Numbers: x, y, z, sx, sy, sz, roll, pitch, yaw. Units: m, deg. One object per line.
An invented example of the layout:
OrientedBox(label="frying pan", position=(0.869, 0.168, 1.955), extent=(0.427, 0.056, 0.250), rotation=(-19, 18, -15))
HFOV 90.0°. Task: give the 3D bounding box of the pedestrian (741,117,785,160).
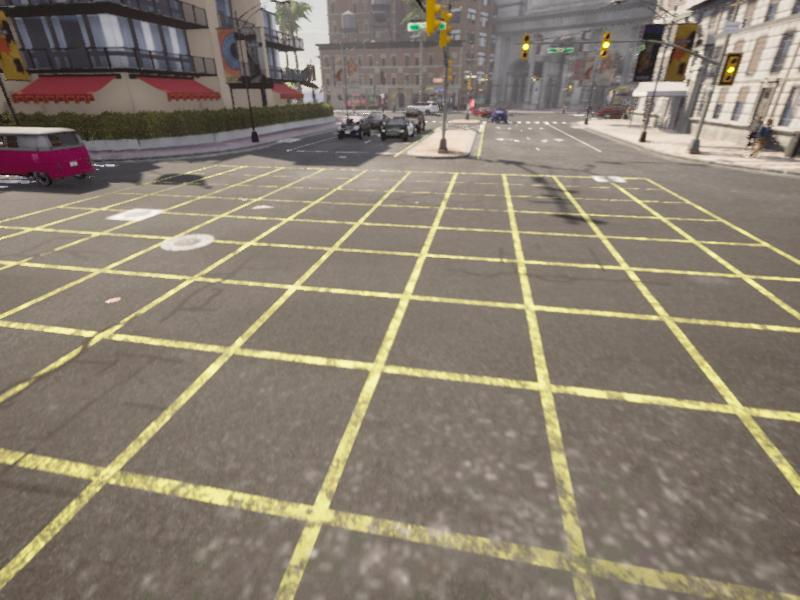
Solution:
OrientedBox(label="pedestrian", position=(17.342, -7.737, 19.152), extent=(0.751, 1.860, 0.751), rotation=(-2, 27, -3))

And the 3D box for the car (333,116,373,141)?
OrientedBox(label="car", position=(-3.528, -13.388, 31.077), extent=(1.970, 1.475, 3.806), rotation=(5, 28, 10))

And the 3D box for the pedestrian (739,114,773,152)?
OrientedBox(label="pedestrian", position=(19.586, -9.232, 22.047), extent=(0.751, 1.860, 0.751), rotation=(12, 30, 22))

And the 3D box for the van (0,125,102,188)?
OrientedBox(label="van", position=(-14.453, -5.565, 15.366), extent=(4.442, 1.987, 1.775), rotation=(5, 28, 10))

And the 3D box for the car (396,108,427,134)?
OrientedBox(label="car", position=(1.084, -15.989, 35.670), extent=(1.932, 1.855, 4.605), rotation=(5, 28, 10))

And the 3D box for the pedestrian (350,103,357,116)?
OrientedBox(label="pedestrian", position=(-7.206, -29.594, 62.157), extent=(0.751, 1.860, 0.751), rotation=(6, 28, 11))

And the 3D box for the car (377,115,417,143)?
OrientedBox(label="car", position=(-0.135, -13.029, 30.299), extent=(2.038, 1.542, 4.974), rotation=(5, 28, 10))

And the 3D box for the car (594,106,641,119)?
OrientedBox(label="car", position=(29.195, -25.267, 53.928), extent=(5.008, 1.535, 1.882), rotation=(2, 27, 3))

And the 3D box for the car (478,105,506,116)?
OrientedBox(label="car", position=(14.466, -29.946, 63.178), extent=(4.193, 1.474, 1.816), rotation=(5, 28, 10))

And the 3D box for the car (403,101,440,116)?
OrientedBox(label="car", position=(3.465, -30.778, 64.255), extent=(5.566, 2.045, 2.150), rotation=(14, 31, 26))

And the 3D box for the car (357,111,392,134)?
OrientedBox(label="car", position=(-2.228, -16.464, 36.873), extent=(1.930, 1.638, 5.238), rotation=(5, 28, 10))

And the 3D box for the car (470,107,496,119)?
OrientedBox(label="car", position=(11.894, -27.100, 57.863), extent=(1.895, 1.301, 4.718), rotation=(-6, 28, -10))

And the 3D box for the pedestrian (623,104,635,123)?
OrientedBox(label="pedestrian", position=(25.495, -20.784, 44.489), extent=(0.751, 1.860, 0.751), rotation=(13, 30, 24))

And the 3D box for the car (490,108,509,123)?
OrientedBox(label="car", position=(11.947, -22.264, 48.291), extent=(1.812, 1.442, 4.674), rotation=(4, 27, 8))
